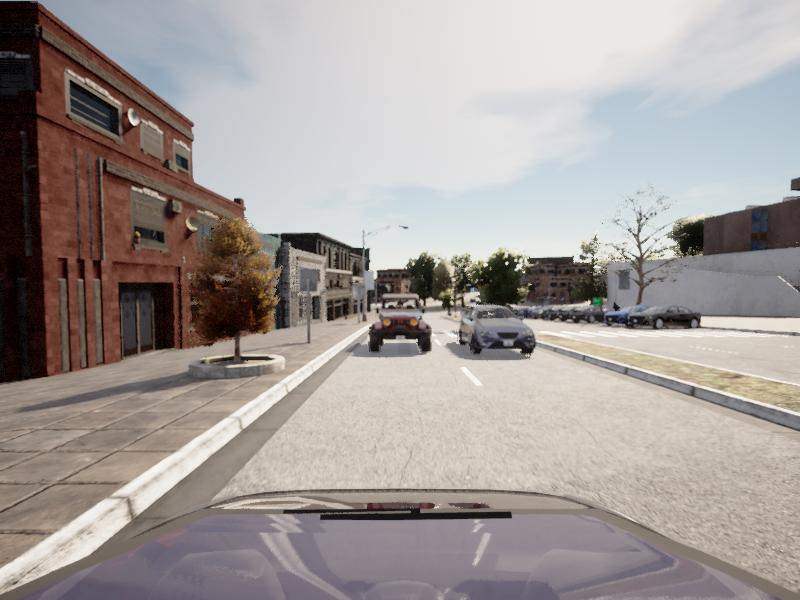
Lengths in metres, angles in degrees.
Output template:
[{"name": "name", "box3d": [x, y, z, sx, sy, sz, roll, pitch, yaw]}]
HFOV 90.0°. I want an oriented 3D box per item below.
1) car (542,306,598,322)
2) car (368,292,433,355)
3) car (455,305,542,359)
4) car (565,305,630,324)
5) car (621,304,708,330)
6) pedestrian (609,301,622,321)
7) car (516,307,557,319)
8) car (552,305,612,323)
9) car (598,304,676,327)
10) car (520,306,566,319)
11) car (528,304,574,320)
[{"name": "car", "box3d": [17.182, 1.379, 40.515, 4.892, 1.521, 2.231, 1, -2, -18]}, {"name": "car", "box3d": [0.015, 0.713, 13.727, 1.905, 1.878, 3.866, 0, -1, 0]}, {"name": "car", "box3d": [3.013, 0.916, 13.173, 1.816, 1.474, 4.193, 0, -1, 0]}, {"name": "car", "box3d": [17.038, 1.250, 34.603, 4.892, 1.521, 2.231, 1, -2, -19]}, {"name": "car", "box3d": [16.997, 1.071, 25.729, 5.008, 1.535, 2.097, 1, -1, -20]}, {"name": "pedestrian", "box3d": [20.689, 1.001, 38.357, 0.751, 1.860, 0.751, -1, 3, -16]}, {"name": "car", "box3d": [17.806, 1.694, 52.301, 4.674, 1.452, 2.002, 1, -1, -15]}, {"name": "car", "box3d": [17.097, 1.313, 37.561, 4.892, 1.521, 2.231, 1, -2, -18]}, {"name": "car", "box3d": [17.005, 1.128, 28.691, 5.008, 1.535, 2.097, 1, -1, -19]}, {"name": "car", "box3d": [17.604, 1.582, 49.360, 5.008, 1.535, 2.097, 1, -2, -16]}, {"name": "car", "box3d": [17.475, 1.389, 46.422, 4.553, 1.767, 2.185, 1, -1, -16]}]
